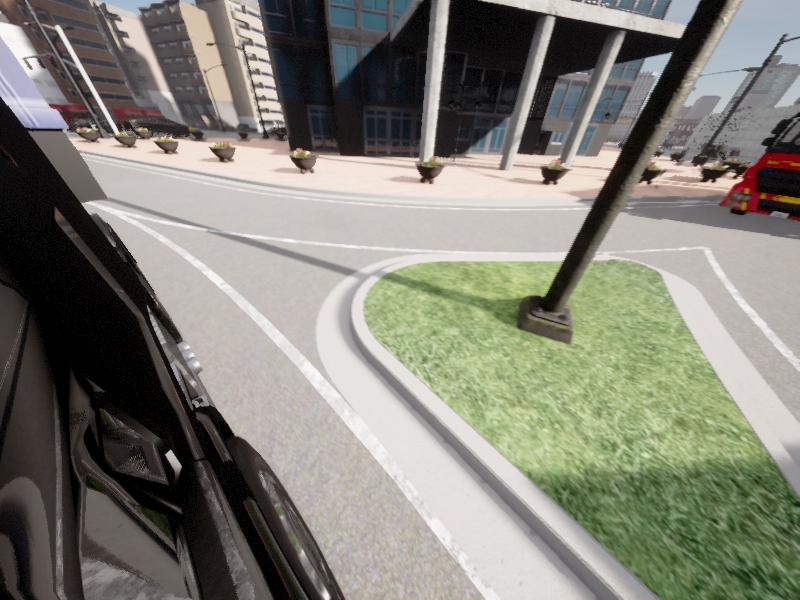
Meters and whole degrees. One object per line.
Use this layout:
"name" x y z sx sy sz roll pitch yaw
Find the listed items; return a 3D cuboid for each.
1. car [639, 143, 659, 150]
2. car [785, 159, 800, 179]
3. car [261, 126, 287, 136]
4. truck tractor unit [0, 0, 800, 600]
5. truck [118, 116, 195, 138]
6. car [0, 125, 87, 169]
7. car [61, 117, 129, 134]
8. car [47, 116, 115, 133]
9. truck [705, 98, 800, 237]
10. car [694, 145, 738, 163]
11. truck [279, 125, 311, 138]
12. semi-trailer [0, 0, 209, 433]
"car" 66.905 -41.353 62.107 2.033 1.411 5.357 19 40 20
"car" 34.559 -10.589 18.477 1.932 1.855 4.605 23 42 25
"car" -29.421 -39.507 54.100 2.033 1.649 4.856 18 38 19
"truck tractor unit" -2.645 -0.295 0.351 6.516 4.208 3.053 28 44 30
"truck" -31.871 -22.784 30.577 2.390 2.098 6.274 19 39 20
"car" -18.101 -7.581 11.359 3.633 1.501 1.845 18 39 19
"car" -42.278 -24.264 32.214 1.930 1.638 5.238 18 39 19
"car" -45.536 -25.136 33.161 1.930 1.638 5.238 17 38 18
"truck" 15.809 -4.642 7.691 8.468 3.827 2.891 -12 39 -19
"car" 44.306 -20.639 32.541 1.905 1.878 3.866 19 40 20
"truck" -23.195 -37.551 51.504 2.390 2.098 6.274 18 38 19
"semi-trailer" -9.170 -3.234 3.701 14.254 4.402 2.717 22 41 24
